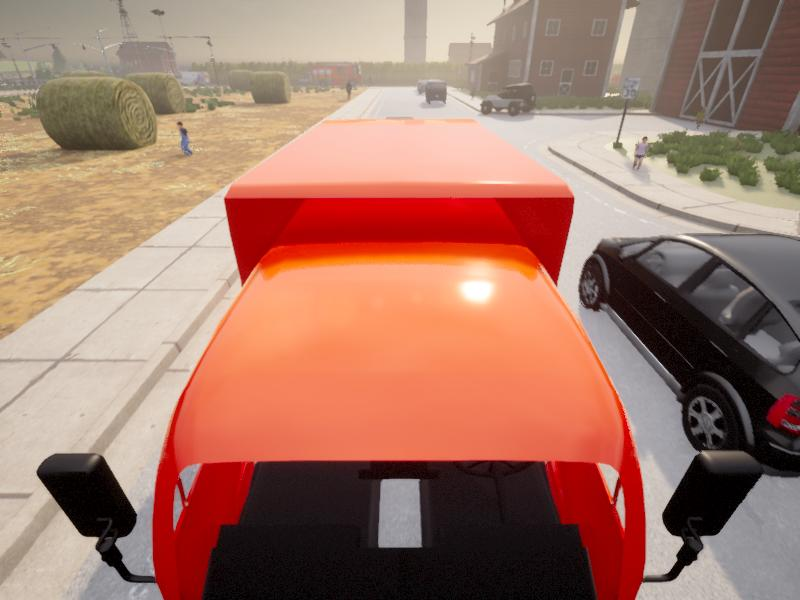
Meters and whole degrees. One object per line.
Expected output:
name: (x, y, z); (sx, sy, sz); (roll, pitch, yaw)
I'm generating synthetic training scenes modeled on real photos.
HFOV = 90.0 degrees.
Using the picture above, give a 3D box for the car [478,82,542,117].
car: (7.651, -14.162, 28.208); (1.905, 1.878, 3.866); (-30, 39, -32)

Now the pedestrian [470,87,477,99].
pedestrian: (7.617, -21.495, 41.564); (0.500, 1.100, 0.500); (1, 30, 2)

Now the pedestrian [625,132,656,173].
pedestrian: (7.543, -4.638, 12.583); (0.500, 1.100, 0.500); (8, 31, 13)

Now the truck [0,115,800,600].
truck: (-0.005, -0.006, 3.579); (2.627, 2.467, 5.204); (0, 31, 0)

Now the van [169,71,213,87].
van: (-38.143, -40.340, 73.059); (6.366, 2.431, 2.351); (1, 30, 2)

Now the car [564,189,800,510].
car: (3.496, 0.053, 4.376); (1.789, 1.549, 3.705); (-1, 30, 0)

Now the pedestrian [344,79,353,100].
pedestrian: (-5.130, -21.035, 40.024); (0.751, 1.860, 0.751); (-3, 30, -5)

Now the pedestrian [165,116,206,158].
pedestrian: (-7.875, -6.002, 14.736); (0.751, 1.300, 0.751); (16, 34, 25)

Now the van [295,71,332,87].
van: (-15.669, -40.210, 72.723); (5.915, 2.561, 1.988); (0, 30, 1)

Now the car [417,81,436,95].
car: (3.479, -27.975, 52.679); (2.163, 1.488, 4.792); (0, 30, 0)

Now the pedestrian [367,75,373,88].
pedestrian: (-4.853, -35.739, 65.330); (0.751, 1.860, 0.751); (8, 31, 14)

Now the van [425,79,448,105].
van: (3.484, -20.387, 39.130); (1.775, 1.987, 4.442); (0, 30, 0)

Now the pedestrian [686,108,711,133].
pedestrian: (15.146, -9.135, 20.323); (0.500, 1.100, 0.500); (-1, 30, -2)

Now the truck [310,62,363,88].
truck: (-10.832, -38.965, 69.302); (8.468, 3.827, 2.891); (0, 30, 1)

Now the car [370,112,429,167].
car: (-0.010, -6.382, 15.670); (1.994, 1.385, 4.181); (0, 30, 0)
